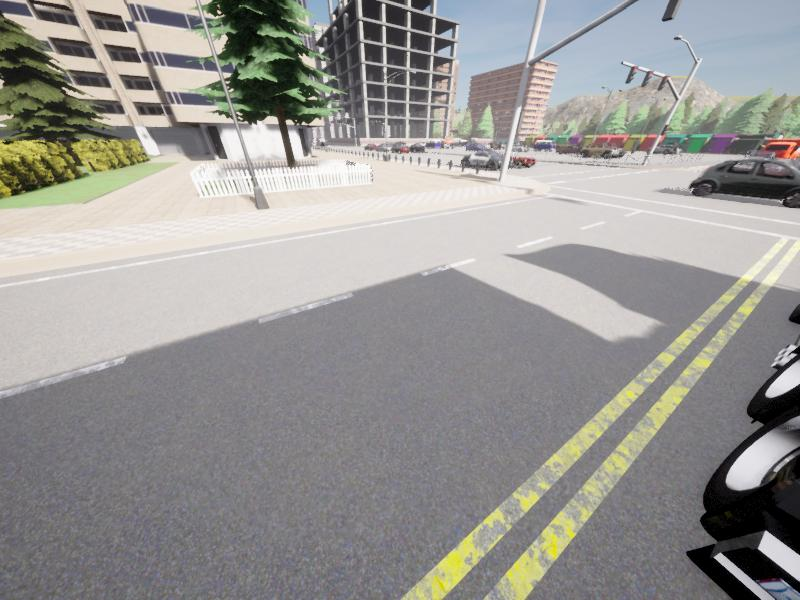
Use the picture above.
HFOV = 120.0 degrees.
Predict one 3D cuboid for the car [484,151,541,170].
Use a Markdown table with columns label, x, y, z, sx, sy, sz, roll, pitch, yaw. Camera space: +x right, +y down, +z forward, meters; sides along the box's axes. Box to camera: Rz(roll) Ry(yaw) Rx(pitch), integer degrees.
| label | x | y | z | sx | sy | sz | roll | pitch | yaw |
| --- | --- | --- | --- | --- | --- | --- | --- | --- | --- |
| car | 10.940 | -13.851 | 22.827 | 1.895 | 1.301 | 4.718 | -18 | 39 | -24 |

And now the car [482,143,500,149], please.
| label | x | y | z | sx | sy | sz | roll | pitch | yaw |
| --- | --- | --- | --- | --- | --- | --- | --- | --- | --- |
| car | 24.310 | -41.171 | 61.732 | 1.784 | 1.438 | 3.905 | -18 | 39 | -24 |

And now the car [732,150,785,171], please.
| label | x | y | z | sx | sy | sz | roll | pitch | yaw |
| --- | --- | --- | --- | --- | --- | --- | --- | --- | --- |
| car | 34.649 | -13.544 | 22.356 | 3.633 | 1.501 | 1.845 | -18 | 39 | -24 |

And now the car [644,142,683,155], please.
| label | x | y | z | sx | sy | sz | roll | pitch | yaw |
| --- | --- | --- | --- | --- | --- | --- | --- | --- | --- |
| car | 47.694 | -27.500 | 41.915 | 1.905 | 1.878 | 3.866 | -18 | 39 | -24 |

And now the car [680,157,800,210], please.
| label | x | y | z | sx | sy | sz | roll | pitch | yaw |
| --- | --- | --- | --- | --- | --- | --- | --- | --- | --- |
| car | 16.090 | -5.298 | 10.315 | 1.851 | 1.617 | 3.988 | -20 | 40 | -27 |

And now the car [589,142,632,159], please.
| label | x | y | z | sx | sy | sz | roll | pitch | yaw |
| --- | --- | --- | --- | --- | --- | --- | --- | --- | --- |
| car | 30.706 | -21.944 | 33.814 | 1.905 | 1.878 | 3.866 | -18 | 39 | -24 |

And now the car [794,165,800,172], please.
| label | x | y | z | sx | sy | sz | roll | pitch | yaw |
| --- | --- | --- | --- | --- | --- | --- | --- | --- | --- |
| car | 38.893 | -12.642 | 21.012 | 5.027 | 1.651 | 2.152 | -18 | 39 | -24 |

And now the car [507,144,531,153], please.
| label | x | y | z | sx | sy | sz | roll | pitch | yaw |
| --- | --- | --- | --- | --- | --- | --- | --- | --- | --- |
| car | 24.335 | -31.194 | 47.465 | 1.970 | 1.475 | 3.806 | -18 | 39 | -24 |

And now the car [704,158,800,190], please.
| label | x | y | z | sx | sy | sz | roll | pitch | yaw |
| --- | --- | --- | --- | --- | --- | --- | --- | --- | --- |
| car | 22.556 | -7.430 | 13.609 | 5.357 | 1.411 | 2.033 | 8 | 36 | 10 |

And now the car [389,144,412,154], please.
| label | x | y | z | sx | sy | sz | roll | pitch | yaw |
| --- | --- | --- | --- | --- | --- | --- | --- | --- | --- |
| car | -0.016 | -28.738 | 43.956 | 2.163 | 1.488 | 4.792 | -18 | 39 | -24 |

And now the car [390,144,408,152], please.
| label | x | y | z | sx | sy | sz | roll | pitch | yaw |
| --- | --- | --- | --- | --- | --- | --- | --- | --- | --- |
| car | -0.337 | -33.021 | 50.135 | 1.812 | 1.442 | 4.674 | -18 | 39 | -25 |

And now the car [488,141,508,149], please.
| label | x | y | z | sx | sy | sz | roll | pitch | yaw |
| --- | --- | --- | --- | --- | --- | --- | --- | --- | --- |
| car | 26.611 | -42.126 | 62.751 | 1.932 | 1.855 | 4.605 | -18 | 39 | -24 |

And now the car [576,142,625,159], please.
| label | x | y | z | sx | sy | sz | roll | pitch | yaw |
| --- | --- | --- | --- | --- | --- | --- | --- | --- | --- |
| car | 28.170 | -21.157 | 32.660 | 1.932 | 1.855 | 4.605 | -18 | 39 | -24 |

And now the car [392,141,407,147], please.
| label | x | y | z | sx | sy | sz | roll | pitch | yaw |
| --- | --- | --- | --- | --- | --- | --- | --- | --- | --- |
| car | -0.151 | -52.202 | 77.291 | 4.892 | 1.490 | 1.837 | -18 | 39 | -25 |

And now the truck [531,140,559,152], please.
| label | x | y | z | sx | sy | sz | roll | pitch | yaw |
| --- | --- | --- | --- | --- | --- | --- | --- | --- | --- |
| truck | 31.843 | -33.936 | 50.867 | 2.069 | 2.038 | 4.478 | -18 | 39 | -24 |

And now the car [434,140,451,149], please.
| label | x | y | z | sx | sy | sz | roll | pitch | yaw |
| --- | --- | --- | --- | --- | --- | --- | --- | --- | --- |
| car | 11.203 | -41.330 | 61.496 | 1.932 | 1.855 | 4.605 | -18 | 39 | -24 |

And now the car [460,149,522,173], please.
| label | x | y | z | sx | sy | sz | roll | pitch | yaw |
| --- | --- | --- | --- | --- | --- | --- | --- | --- | --- |
| car | 8.058 | -12.805 | 21.105 | 2.038 | 1.542 | 4.974 | -18 | 39 | -24 |

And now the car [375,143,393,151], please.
| label | x | y | z | sx | sy | sz | roll | pitch | yaw |
| --- | --- | --- | --- | --- | --- | --- | --- | --- | --- |
| car | -3.977 | -36.605 | 55.297 | 2.033 | 1.411 | 5.357 | -18 | 39 | -24 |

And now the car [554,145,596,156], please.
| label | x | y | z | sx | sy | sz | roll | pitch | yaw |
| --- | --- | --- | --- | --- | --- | --- | --- | --- | --- |
| car | 29.845 | -25.721 | 39.637 | 2.033 | 1.415 | 5.357 | -18 | 39 | -24 |

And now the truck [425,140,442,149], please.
| label | x | y | z | sx | sy | sz | roll | pitch | yaw |
| --- | --- | --- | --- | --- | --- | --- | --- | --- | --- |
| truck | 8.730 | -40.556 | 60.201 | 2.069 | 2.038 | 4.478 | -18 | 39 | -24 |

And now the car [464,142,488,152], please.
| label | x | y | z | sx | sy | sz | roll | pitch | yaw |
| --- | --- | --- | --- | --- | --- | --- | --- | --- | --- |
| car | 16.249 | -32.865 | 49.678 | 2.242 | 1.667 | 4.611 | -18 | 39 | -24 |

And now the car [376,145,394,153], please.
| label | x | y | z | sx | sy | sz | roll | pitch | yaw |
| --- | --- | --- | --- | --- | --- | --- | --- | --- | --- |
| car | -3.213 | -31.823 | 48.523 | 1.895 | 1.301 | 4.718 | -18 | 39 | -24 |

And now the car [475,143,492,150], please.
| label | x | y | z | sx | sy | sz | roll | pitch | yaw |
| --- | --- | --- | --- | --- | --- | --- | --- | --- | --- |
| car | 21.800 | -40.329 | 60.559 | 1.970 | 1.475 | 3.806 | -18 | 39 | -24 |

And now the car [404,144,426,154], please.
| label | x | y | z | sx | sy | sz | roll | pitch | yaw |
| --- | --- | --- | --- | --- | --- | --- | --- | --- | --- |
| car | 2.917 | -29.850 | 45.524 | 1.882 | 1.535 | 5.008 | -18 | 38 | -25 |

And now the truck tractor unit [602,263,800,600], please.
| label | x | y | z | sx | sy | sz | roll | pitch | yaw |
| --- | --- | --- | --- | --- | --- | --- | --- | --- | --- |
| truck tractor unit | 5.108 | -0.304 | 0.785 | 6.516 | 4.208 | 3.053 | -18 | 39 | -24 |

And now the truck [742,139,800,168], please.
| label | x | y | z | sx | sy | sz | roll | pitch | yaw |
| --- | --- | --- | --- | --- | --- | --- | --- | --- | --- |
| truck | 40.593 | -15.795 | 24.810 | 5.204 | 2.467 | 2.627 | -17 | 39 | -23 |

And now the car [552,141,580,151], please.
| label | x | y | z | sx | sy | sz | roll | pitch | yaw |
| --- | --- | --- | --- | --- | --- | --- | --- | --- | --- |
| car | 38.936 | -36.205 | 54.343 | 1.932 | 1.855 | 4.605 | -18 | 39 | -24 |

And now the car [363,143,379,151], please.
| label | x | y | z | sx | sy | sz | roll | pitch | yaw |
| --- | --- | --- | --- | --- | --- | --- | --- | --- | --- |
| car | -6.717 | -35.340 | 53.417 | 1.812 | 1.442 | 4.674 | -18 | 39 | -24 |
